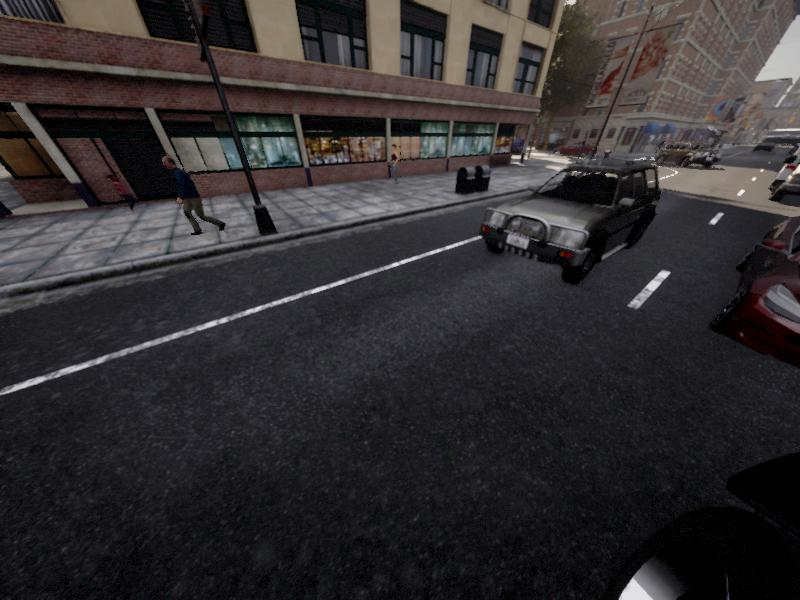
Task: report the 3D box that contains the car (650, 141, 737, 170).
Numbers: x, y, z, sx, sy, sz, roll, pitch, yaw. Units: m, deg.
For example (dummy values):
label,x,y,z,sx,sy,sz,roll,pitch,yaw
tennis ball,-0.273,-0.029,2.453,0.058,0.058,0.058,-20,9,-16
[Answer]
label,x,y,z,sx,sy,sz,roll,pitch,yaw
car,24.667,-12.473,19.794,1.932,1.855,4.605,8,36,9

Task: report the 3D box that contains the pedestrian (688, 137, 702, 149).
label,x,y,z,sx,sy,sz,roll,pitch,yaw
pedestrian,55.351,-29.473,43.383,0.751,1.860,0.751,-23,41,-29

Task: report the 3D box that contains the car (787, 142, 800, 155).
label,x,y,z,sx,sy,sz,roll,pitch,yaw
car,57.734,-21.746,33.067,4.674,1.442,1.812,-23,41,-28

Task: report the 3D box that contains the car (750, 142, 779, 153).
label,x,y,z,sx,sy,sz,roll,pitch,yaw
car,58.506,-24.492,37.078,4.718,1.301,1.895,-23,41,-28

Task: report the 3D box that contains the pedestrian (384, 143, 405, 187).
label,x,y,z,sx,sy,sz,roll,pitch,yaw
pedestrian,-0.262,-6.865,11.731,0.751,1.860,0.751,-16,38,-21

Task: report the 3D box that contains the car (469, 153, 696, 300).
label,x,y,z,sx,sy,sz,roll,pitch,yaw
car,3.964,-1.986,5.068,4.605,1.855,1.932,-23,41,-28

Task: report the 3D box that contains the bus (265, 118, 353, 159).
label,x,y,z,sx,sy,sz,roll,pitch,yaw
bus,-12.592,-23.057,33.034,10.273,4.253,3.944,-23,41,-28

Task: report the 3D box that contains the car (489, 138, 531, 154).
label,x,y,z,sx,sy,sz,roll,pitch,yaw
car,17.715,-25.156,37.690,2.150,2.045,5.566,-23,41,-29

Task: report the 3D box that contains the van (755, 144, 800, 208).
label,x,y,z,sx,sy,sz,roll,pitch,yaw
van,17.855,-5.522,9.503,6.366,2.431,2.351,-23,41,-28

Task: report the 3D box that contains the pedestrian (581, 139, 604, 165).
label,x,y,z,sx,sy,sz,roll,pitch,yaw
pedestrian,16.930,-13.053,20.380,0.751,1.860,0.751,-23,41,-28

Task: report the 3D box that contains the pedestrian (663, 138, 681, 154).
label,x,y,z,sx,sy,sz,roll,pitch,yaw
pedestrian,37.804,-21.425,32.099,0.751,1.860,0.751,-26,42,-31

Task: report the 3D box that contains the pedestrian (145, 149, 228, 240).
label,x,y,z,sx,sy,sz,roll,pitch,yaw
pedestrian,-5.115,-2.551,5.649,0.751,1.860,0.751,-26,43,-32

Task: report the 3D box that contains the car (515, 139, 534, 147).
label,x,y,z,sx,sy,sz,roll,pitch,yaw
car,35.180,-44.367,65.165,5.238,1.638,1.930,-23,41,-28

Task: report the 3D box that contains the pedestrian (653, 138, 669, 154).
label,x,y,z,sx,sy,sz,roll,pitch,yaw
pedestrian,36.083,-21.286,31.915,0.751,1.860,0.751,29,44,35

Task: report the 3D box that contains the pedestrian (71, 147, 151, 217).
label,x,y,z,sx,sy,sz,roll,pitch,yaw
pedestrian,-9.081,-3.758,7.391,0.751,1.860,0.751,-25,42,-31

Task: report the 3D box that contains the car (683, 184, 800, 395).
label,x,y,z,sx,sy,sz,roll,pitch,yaw
car,6.298,-0.315,3.025,4.792,1.488,2.163,-23,41,-28

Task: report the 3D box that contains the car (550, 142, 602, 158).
label,x,y,z,sx,sy,sz,roll,pitch,yaw
car,23.700,-20.387,31.320,1.882,1.535,5.008,-25,42,-31

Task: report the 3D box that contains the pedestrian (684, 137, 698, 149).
label,x,y,z,sx,sy,sz,roll,pitch,yaw
pedestrian,55.807,-30.090,44.255,0.751,1.860,0.751,-19,39,-24

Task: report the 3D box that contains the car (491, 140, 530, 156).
label,x,y,z,sx,sy,sz,roll,pitch,yaw
car,16.321,-22.687,34.417,2.097,1.767,4.553,-24,42,-30
